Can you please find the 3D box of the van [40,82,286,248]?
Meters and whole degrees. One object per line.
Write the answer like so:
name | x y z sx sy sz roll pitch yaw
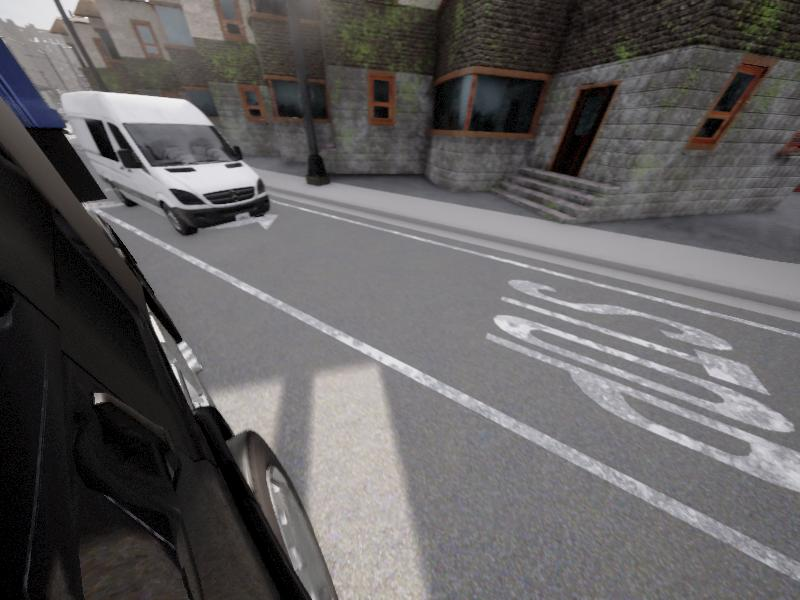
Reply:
van | -6.055 -3.640 6.012 5.915 2.561 1.988 23 41 25

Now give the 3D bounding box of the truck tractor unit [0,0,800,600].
truck tractor unit | -2.645 -0.295 0.352 6.516 4.208 3.053 28 44 30

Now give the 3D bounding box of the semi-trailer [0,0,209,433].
semi-trailer | -9.151 -3.248 3.727 14.254 4.402 2.717 23 41 24
